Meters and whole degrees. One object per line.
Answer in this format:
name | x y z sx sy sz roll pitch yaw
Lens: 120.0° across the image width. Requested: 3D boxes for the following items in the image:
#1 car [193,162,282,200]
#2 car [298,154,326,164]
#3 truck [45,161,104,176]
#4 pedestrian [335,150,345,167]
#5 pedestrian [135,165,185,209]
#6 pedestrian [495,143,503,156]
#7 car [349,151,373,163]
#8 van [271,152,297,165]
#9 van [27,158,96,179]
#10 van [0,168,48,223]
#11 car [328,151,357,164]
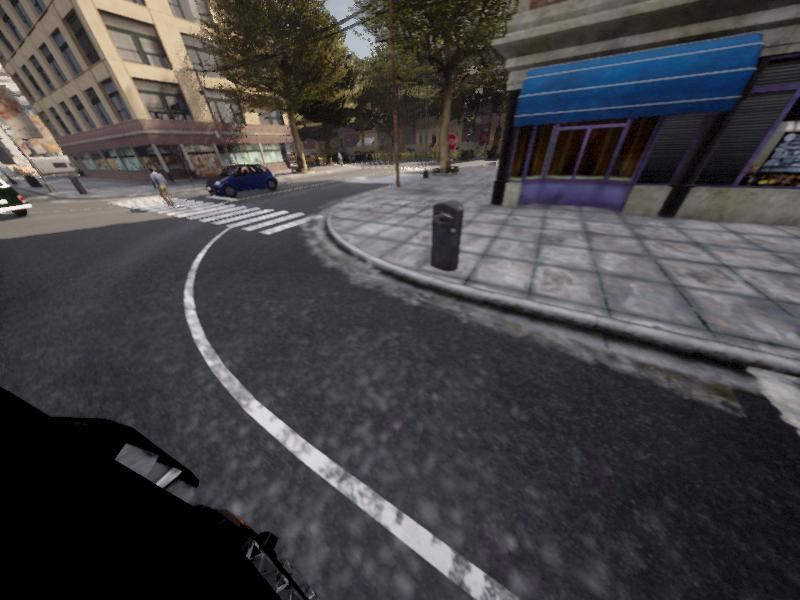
car | -10.126 -7.705 14.766 1.851 1.617 3.988 18 39 28
car | -16.939 -26.960 44.244 5.008 1.535 1.882 16 38 25
truck | -64.792 -26.380 46.121 2.390 2.098 6.274 16 38 26
pedestrian | -8.288 -19.475 31.790 0.751 1.860 0.751 13 37 22
pedestrian | -11.778 -5.577 11.406 0.751 1.860 0.751 11 36 19
pedestrian | 17.215 -26.236 40.218 0.751 1.860 0.751 16 38 25
car | -7.138 -26.385 42.650 3.988 1.617 1.851 16 38 26
van | -23.766 -29.098 47.469 4.480 2.038 2.069 16 38 25
van | -57.213 -22.459 39.278 1.988 2.561 5.915 16 38 26
van | -20.265 -4.701 10.548 4.480 2.038 2.069 1 34 6
car | -10.076 -25.158 40.760 4.605 1.855 1.932 16 38 25
